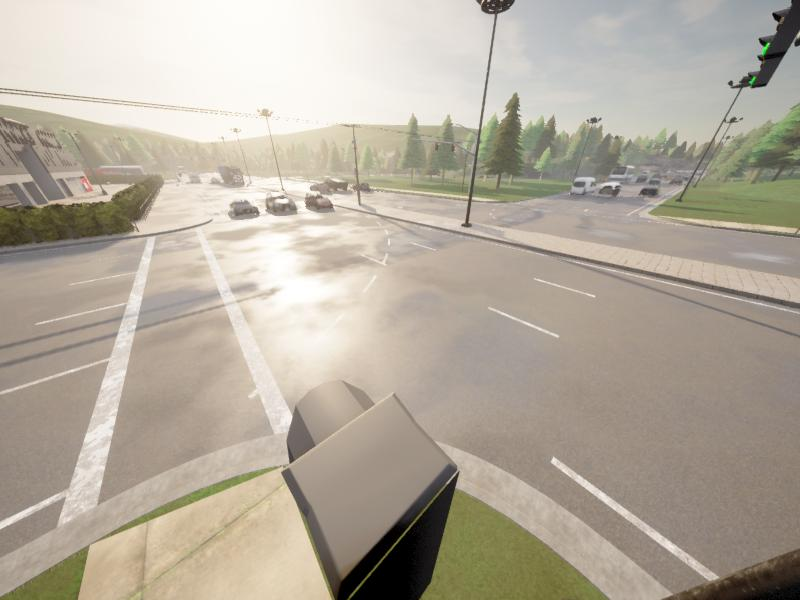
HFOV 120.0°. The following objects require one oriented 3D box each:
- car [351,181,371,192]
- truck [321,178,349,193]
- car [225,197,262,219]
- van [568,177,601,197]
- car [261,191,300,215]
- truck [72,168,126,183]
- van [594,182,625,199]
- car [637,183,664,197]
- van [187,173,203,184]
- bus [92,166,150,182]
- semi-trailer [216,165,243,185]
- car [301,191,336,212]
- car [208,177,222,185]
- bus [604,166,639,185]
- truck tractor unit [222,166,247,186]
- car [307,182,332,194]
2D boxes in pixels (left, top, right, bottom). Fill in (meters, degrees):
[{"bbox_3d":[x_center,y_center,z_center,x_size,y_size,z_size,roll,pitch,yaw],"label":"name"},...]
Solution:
[{"bbox_3d":[-7.412,-21.473,43.692,1.851,1.617,3.988,-23,37,-34],"label":"car"},{"bbox_3d":[-12.445,-21.935,43.999,2.390,2.098,6.274,-23,37,-34],"label":"truck"},{"bbox_3d":[-15.159,-8.984,22.298,1.994,1.385,4.181,-23,37,-34],"label":"car"},{"bbox_3d":[29.530,-18.166,36.989,5.915,2.561,1.988,-23,37,-34],"label":"van"},{"bbox_3d":[-12.573,-10.226,24.150,2.242,1.667,4.611,-22,36,-33],"label":"car"},{"bbox_3d":[-87.074,-36.349,67.241,8.468,3.827,2.891,-23,37,-34],"label":"truck"},{"bbox_3d":[31.283,-16.384,34.450,4.480,2.038,2.069,-23,37,-34],"label":"van"},{"bbox_3d":[40.490,-17.778,37.257,5.238,1.638,1.930,-23,37,-34],"label":"car"},{"bbox_3d":[-57.737,-34.233,64.971,2.351,2.431,6.366,-23,37,-35],"label":"van"},{"bbox_3d":[-85.995,-39.188,71.733,10.273,4.253,3.944,-23,37,-34],"label":"bus"},{"bbox_3d":[-46.349,-34.056,62.676,2.717,4.402,14.254,-23,37,-35],"label":"semi-trailer"},{"bbox_3d":[-8.963,-10.873,25.331,1.851,1.617,3.988,-24,37,-35],"label":"car"},{"bbox_3d":[-48.424,-31.144,60.512,2.038,1.542,4.974,-23,38,-35],"label":"car"},{"bbox_3d":[60.565,-34.213,63.105,10.273,4.253,3.944,-23,37,-34],"label":"bus"},{"bbox_3d":[-41.172,-30.986,57.543,3.053,4.208,6.516,-23,37,-34],"label":"truck tractor unit"},{"bbox_3d":[-14.452,-20.207,41.484,2.152,1.651,5.027,-23,37,-34],"label":"car"}]
